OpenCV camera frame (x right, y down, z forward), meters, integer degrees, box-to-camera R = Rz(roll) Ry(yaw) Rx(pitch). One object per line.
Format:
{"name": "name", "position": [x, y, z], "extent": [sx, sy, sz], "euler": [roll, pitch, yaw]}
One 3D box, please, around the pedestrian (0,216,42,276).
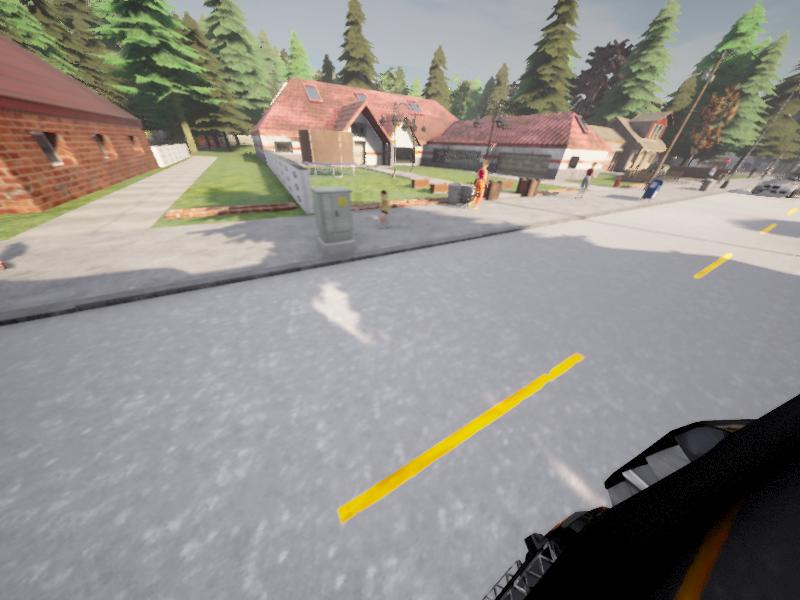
{"name": "pedestrian", "position": [-6.837, -0.997, 3.739], "extent": [0.500, 1.100, 0.500], "euler": [-2, 34, -7]}

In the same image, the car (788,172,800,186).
{"name": "car", "position": [54.097, -15.985, 30.643], "extent": [3.806, 1.475, 1.970], "euler": [-16, 38, -26]}

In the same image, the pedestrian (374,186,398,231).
{"name": "pedestrian", "position": [-0.416, -2.636, 6.675], "extent": [0.500, 1.100, 0.500], "euler": [-11, 36, -20]}

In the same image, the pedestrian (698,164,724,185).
{"name": "pedestrian", "position": [32.265, -13.011, 23.994], "extent": [0.751, 1.860, 0.751], "euler": [-21, 40, -31]}

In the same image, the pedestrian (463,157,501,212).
{"name": "pedestrian", "position": [3.216, -4.602, 9.214], "extent": [0.751, 1.860, 0.751], "euler": [-14, 37, -24]}

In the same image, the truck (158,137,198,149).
{"name": "truck", "position": [-53.246, -37.810, 55.571], "extent": [6.274, 2.098, 2.390], "euler": [-16, 38, -26]}

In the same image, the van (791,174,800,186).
{"name": "van", "position": [61.483, -18.317, 34.220], "extent": [6.366, 2.431, 2.351], "euler": [-16, 38, -26]}

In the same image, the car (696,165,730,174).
{"name": "car", "position": [79.052, -33.003, 58.442], "extent": [2.242, 1.667, 4.611], "euler": [-16, 38, -26]}

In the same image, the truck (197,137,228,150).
{"name": "truck", "position": [-45.013, -37.763, 55.764], "extent": [5.204, 2.467, 2.627], "euler": [-16, 38, -26]}

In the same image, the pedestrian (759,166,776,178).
{"name": "pedestrian", "position": [65.689, -22.862, 41.267], "extent": [0.751, 1.860, 0.751], "euler": [-16, 38, -26]}

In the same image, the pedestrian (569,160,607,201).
{"name": "pedestrian", "position": [10.230, -6.532, 12.632], "extent": [0.751, 1.860, 0.751], "euler": [-18, 39, -28]}

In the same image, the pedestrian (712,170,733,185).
{"name": "pedestrian", "position": [35.987, -13.662, 25.752], "extent": [0.751, 1.300, 0.751], "euler": [-18, 39, -28]}

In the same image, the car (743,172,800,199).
{"name": "car", "position": [31.748, -9.278, 18.738], "extent": [4.611, 1.667, 2.242], "euler": [-4, 34, -10]}
